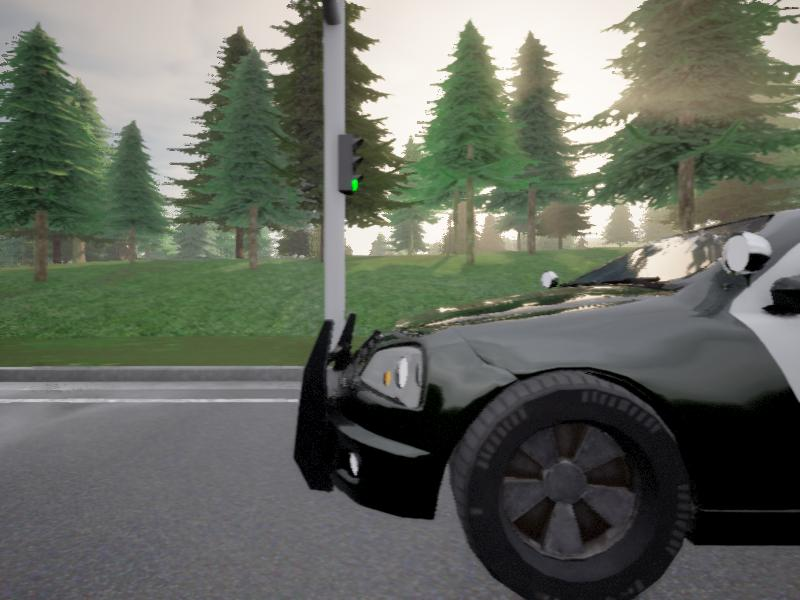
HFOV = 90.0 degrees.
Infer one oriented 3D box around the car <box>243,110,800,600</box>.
[{"bbox_3d":[2.027,0.229,2.208,4.974,1.542,2.038,0,0,0],"label":"car"}]
